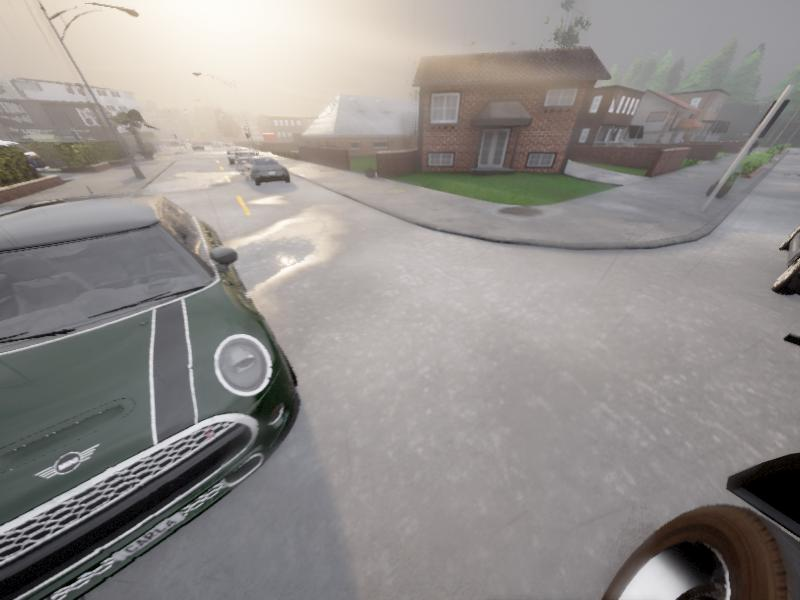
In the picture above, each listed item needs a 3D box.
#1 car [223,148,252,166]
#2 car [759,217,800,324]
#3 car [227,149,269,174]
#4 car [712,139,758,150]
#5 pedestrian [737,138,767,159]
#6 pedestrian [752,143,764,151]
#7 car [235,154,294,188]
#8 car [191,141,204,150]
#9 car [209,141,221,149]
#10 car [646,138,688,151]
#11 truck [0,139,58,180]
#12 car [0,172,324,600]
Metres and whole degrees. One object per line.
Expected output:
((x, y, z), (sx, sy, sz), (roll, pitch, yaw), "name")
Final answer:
((-17.055, -14.984, 24.167), (1.895, 1.301, 4.718), (-21, 40, -27), "car")
((8.318, -0.919, 3.713), (5.238, 1.638, 1.930), (-22, 41, -28), "car")
((-12.904, -11.791, 19.519), (2.033, 1.411, 5.357), (-22, 41, -28), "car")
((68.497, -31.874, 47.318), (2.152, 1.651, 5.027), (-22, 41, -28), "car")
((37.442, -16.126, 24.597), (0.751, 1.860, 0.751), (-14, 38, -19), "pedestrian")
((57.516, -24.617, 37.116), (0.500, 1.100, 0.500), (-22, 41, -28), "pedestrian")
((-8.398, -8.047, 14.197), (1.994, 1.385, 4.181), (-24, 42, -30), "car")
((-49.584, -37.852, 56.560), (1.930, 1.638, 5.238), (-22, 41, -28), "car")
((-54.203, -45.531, 67.745), (2.152, 1.651, 5.027), (-22, 41, -28), "car")
((40.520, -23.650, 35.137), (1.845, 1.501, 3.633), (-22, 41, -28), "car")
((-24.941, -8.334, 13.688), (4.478, 2.038, 2.069), (-20, 40, -30), "truck")
((-2.947, -0.058, 2.458), (2.097, 1.767, 4.553), (-26, 42, -31), "car")
